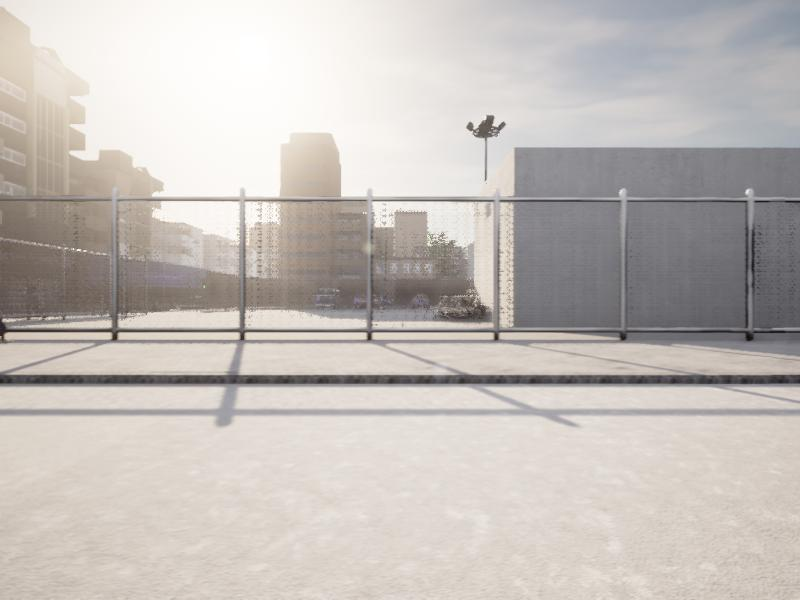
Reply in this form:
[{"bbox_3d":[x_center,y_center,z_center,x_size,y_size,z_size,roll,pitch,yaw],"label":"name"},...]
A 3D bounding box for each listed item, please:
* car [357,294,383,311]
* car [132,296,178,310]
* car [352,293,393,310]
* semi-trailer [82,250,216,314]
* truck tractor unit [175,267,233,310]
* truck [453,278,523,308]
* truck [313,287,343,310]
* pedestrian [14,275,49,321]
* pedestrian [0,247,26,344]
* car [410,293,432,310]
[{"bbox_3d":[-2.741,0.216,37.557,2.033,1.415,5.357,0,0,0],"label":"car"},{"bbox_3d":[-24.561,0.291,40.241,1.994,1.385,4.181,0,0,1],"label":"car"},{"bbox_3d":[-2.513,0.144,37.398,3.705,1.547,1.789,0,0,0],"label":"car"},{"bbox_3d":[-20.593,-1.232,34.677,2.717,4.402,14.254,0,0,0],"label":"semi-trailer"},{"bbox_3d":[-20.625,-1.133,42.588,3.053,4.208,6.516,0,0,0],"label":"truck tractor unit"},{"bbox_3d":[11.280,-0.912,52.038,8.468,3.827,2.891,0,0,0],"label":"truck"},{"bbox_3d":[-6.701,-0.099,37.711,2.069,2.038,4.478,0,0,0],"label":"truck"},{"bbox_3d":[-15.241,-0.086,16.569,0.751,1.860,0.751,0,0,0],"label":"pedestrian"},{"bbox_3d":[-8.069,-0.081,7.856,0.751,1.860,0.751,0,0,0],"label":"pedestrian"},{"bbox_3d":[1.937,0.157,37.982,1.845,1.501,3.633,0,0,0],"label":"car"}]
